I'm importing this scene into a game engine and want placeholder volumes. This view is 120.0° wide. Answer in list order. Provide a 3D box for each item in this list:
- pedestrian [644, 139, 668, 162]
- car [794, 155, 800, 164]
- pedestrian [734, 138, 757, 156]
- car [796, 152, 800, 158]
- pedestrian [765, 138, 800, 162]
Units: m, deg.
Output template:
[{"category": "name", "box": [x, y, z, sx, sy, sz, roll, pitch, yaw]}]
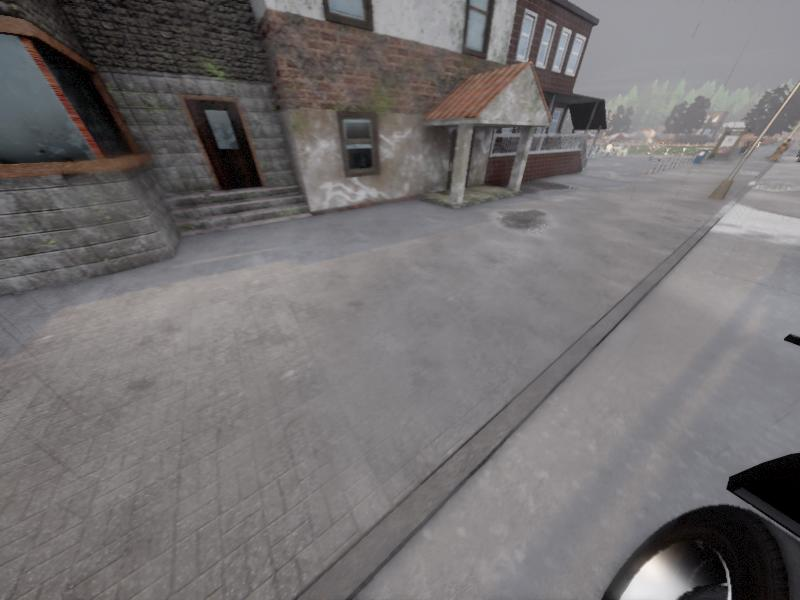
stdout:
[{"category": "pedestrian", "box": [25.570, -14.970, 23.111, 0.751, 1.860, 0.751, 15, 38, 20]}, {"category": "car", "box": [39.953, -13.819, 22.042, 4.718, 1.301, 1.895, -22, 41, -28]}, {"category": "pedestrian", "box": [42.249, -18.739, 28.280, 0.751, 1.860, 0.751, -27, 43, -33]}, {"category": "car", "box": [50.541, -18.251, 28.063, 4.892, 1.490, 1.837, -23, 41, -28]}, {"category": "pedestrian", "box": [36.604, -14.356, 22.117, 0.751, 1.860, 0.751, -11, 37, -14]}]
